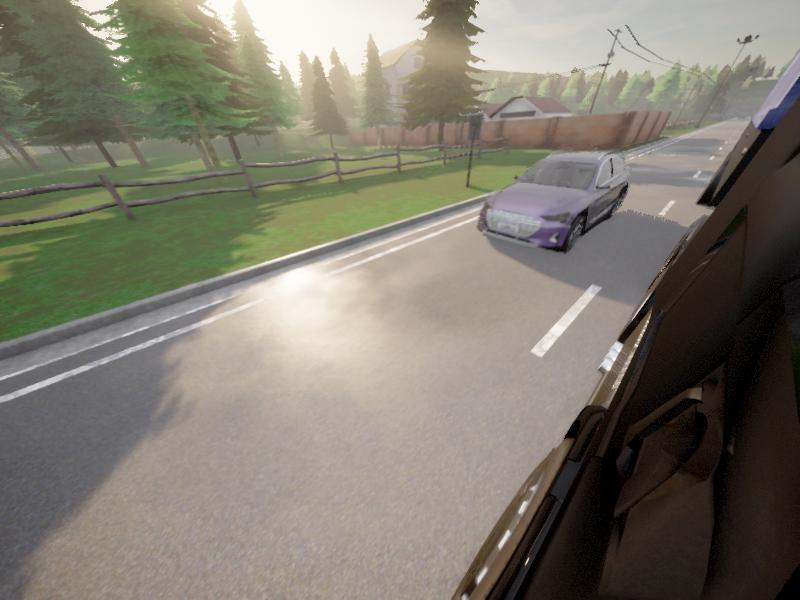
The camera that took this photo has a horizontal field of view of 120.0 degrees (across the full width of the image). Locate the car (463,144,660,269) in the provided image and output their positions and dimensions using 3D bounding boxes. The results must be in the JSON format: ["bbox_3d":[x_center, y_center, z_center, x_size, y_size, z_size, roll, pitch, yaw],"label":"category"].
[{"bbox_3d":[4.005,-2.667,5.671,4.856,1.649,2.033,-28,43,-30],"label":"car"}]

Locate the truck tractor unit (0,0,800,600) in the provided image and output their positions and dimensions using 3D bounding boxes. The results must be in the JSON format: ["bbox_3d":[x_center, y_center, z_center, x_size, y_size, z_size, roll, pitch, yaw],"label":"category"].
[{"bbox_3d":[2.645,-0.295,0.351,6.516,4.208,3.053,-28,44,-30],"label":"truck tractor unit"}]

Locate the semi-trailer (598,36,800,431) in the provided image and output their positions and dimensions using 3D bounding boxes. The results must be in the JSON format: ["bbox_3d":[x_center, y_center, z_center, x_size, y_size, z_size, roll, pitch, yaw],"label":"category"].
[{"bbox_3d":[8.687,-3.600,4.258,14.254,4.402,2.717,-28,43,-30],"label":"semi-trailer"}]
